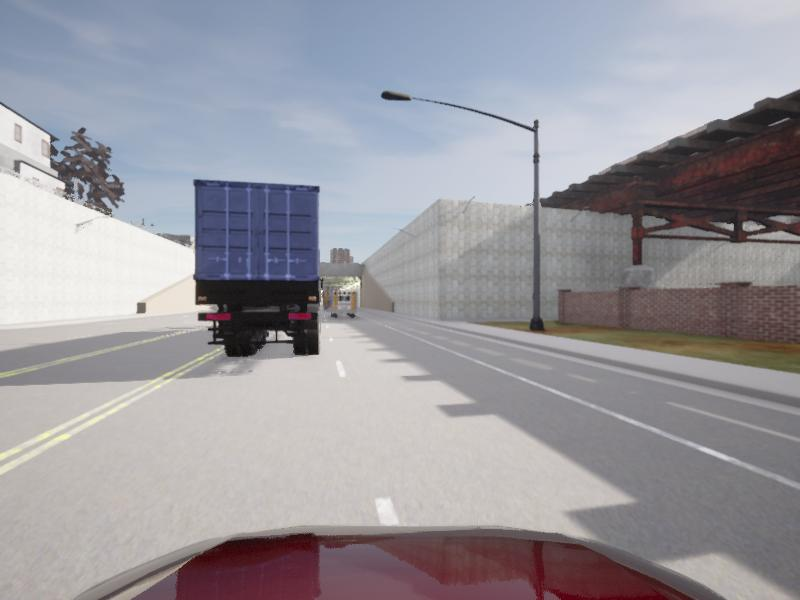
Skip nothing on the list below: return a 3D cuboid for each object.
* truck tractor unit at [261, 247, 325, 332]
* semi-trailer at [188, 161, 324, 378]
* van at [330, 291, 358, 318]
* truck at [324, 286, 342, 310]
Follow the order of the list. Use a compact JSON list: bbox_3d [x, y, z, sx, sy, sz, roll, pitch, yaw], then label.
[{"bbox_3d":[-5.943,-0.518,23.133,3.053,4.208,6.516,0,0,-11],"label":"truck tractor unit"},{"bbox_3d":[-4.381,-0.617,15.373,2.717,4.402,14.254,0,0,-11],"label":"semi-trailer"},{"bbox_3d":[-5.622,0.377,39.192,2.351,2.431,6.366,0,0,-11],"label":"van"},{"bbox_3d":[-11.803,-0.323,69.823,2.891,3.827,8.468,0,0,-11],"label":"truck"}]
